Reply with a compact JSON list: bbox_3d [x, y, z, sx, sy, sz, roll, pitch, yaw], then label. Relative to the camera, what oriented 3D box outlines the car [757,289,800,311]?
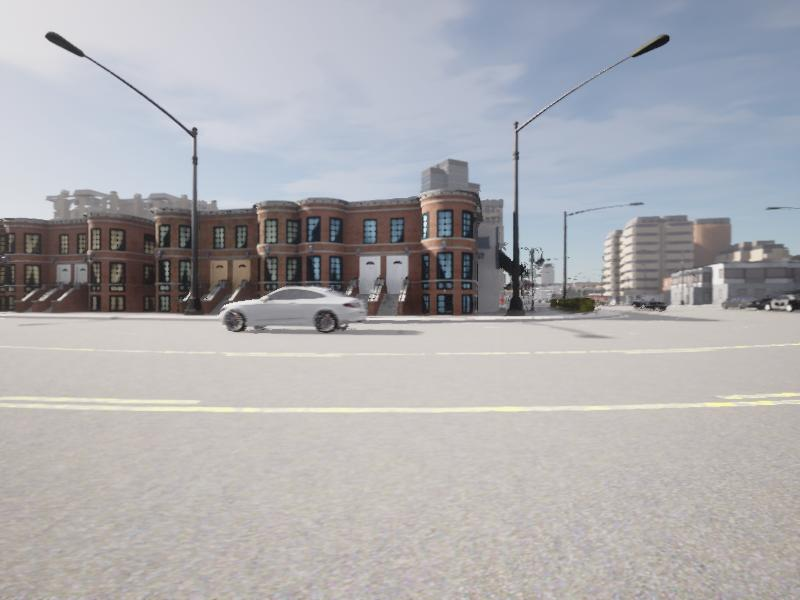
[{"bbox_3d":[38.886,0.017,40.327,2.150,2.045,5.566,0,0,16],"label":"car"}]

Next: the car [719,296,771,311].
[{"bbox_3d":[35.557,0.345,41.403,2.033,1.411,5.357,0,0,16],"label":"car"}]

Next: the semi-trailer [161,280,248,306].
[{"bbox_3d":[-35.857,-1.149,74.204,14.254,4.402,2.717,0,-1,-34],"label":"semi-trailer"}]

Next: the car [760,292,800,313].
[{"bbox_3d":[33.348,0.213,34.121,1.930,1.638,5.238,0,0,17],"label":"car"}]

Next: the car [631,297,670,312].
[{"bbox_3d":[23.478,0.388,37.678,1.895,1.301,4.718,0,0,17],"label":"car"}]

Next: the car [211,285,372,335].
[{"bbox_3d":[-3.366,0.285,12.866,4.674,1.442,1.812,0,0,7],"label":"car"}]
